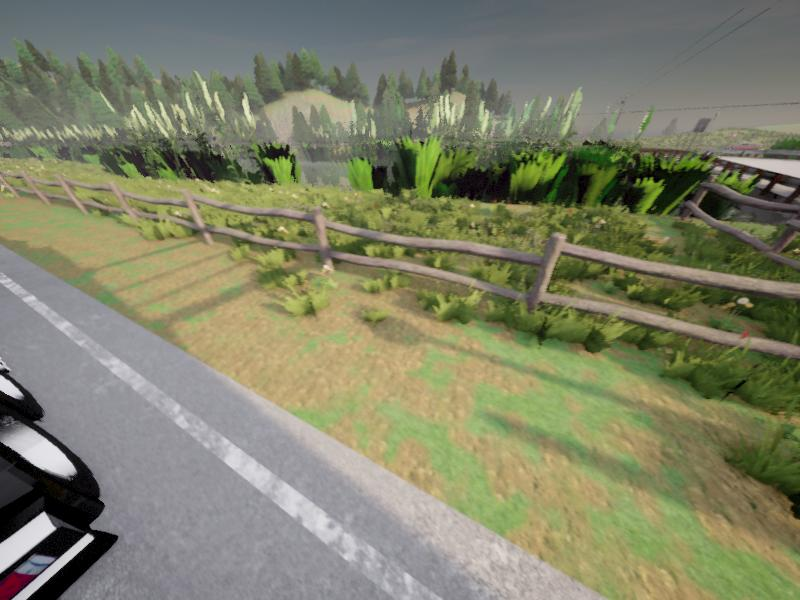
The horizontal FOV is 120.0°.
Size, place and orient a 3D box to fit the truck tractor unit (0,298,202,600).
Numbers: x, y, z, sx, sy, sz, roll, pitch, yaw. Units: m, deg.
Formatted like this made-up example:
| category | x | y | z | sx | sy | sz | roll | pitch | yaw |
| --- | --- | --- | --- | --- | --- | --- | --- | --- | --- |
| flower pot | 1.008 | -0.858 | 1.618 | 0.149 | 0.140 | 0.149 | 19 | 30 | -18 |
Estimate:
| category | x | y | z | sx | sy | sz | roll | pitch | yaw |
| --- | --- | --- | --- | --- | --- | --- | --- | --- | --- |
| truck tractor unit | -5.169 | -0.238 | 0.699 | 6.516 | 4.208 | 3.053 | 16 | 38 | 22 |
